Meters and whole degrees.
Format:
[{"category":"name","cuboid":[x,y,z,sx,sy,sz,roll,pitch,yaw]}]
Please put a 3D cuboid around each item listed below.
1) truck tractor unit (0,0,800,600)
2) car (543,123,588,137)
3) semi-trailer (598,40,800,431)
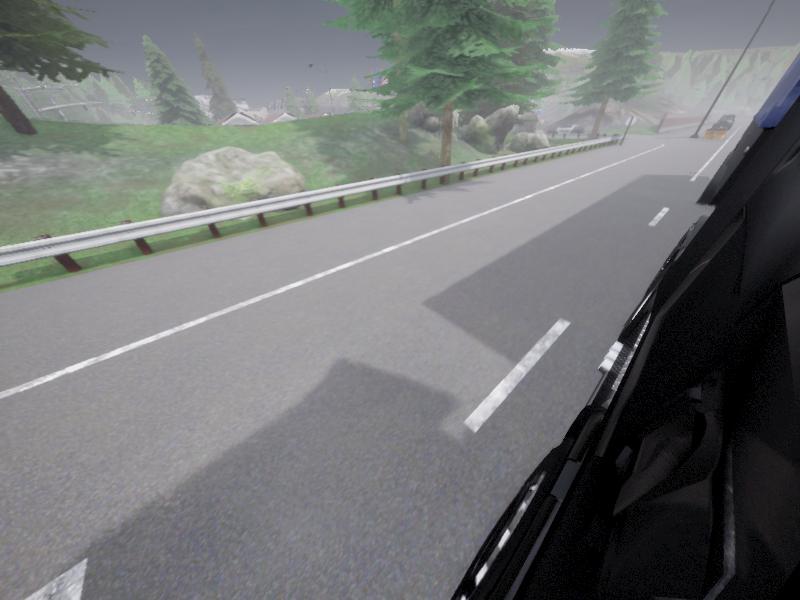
[{"category":"truck tractor unit","cuboid":[2.645,-0.295,0.352,6.516,4.208,3.053,-28,44,-30]},{"category":"car","cuboid":[25.255,-26.092,35.430,2.038,1.542,4.974,-28,44,-30]},{"category":"semi-trailer","cuboid":[8.699,-3.597,4.241,14.254,4.402,2.717,-28,44,-30]}]
